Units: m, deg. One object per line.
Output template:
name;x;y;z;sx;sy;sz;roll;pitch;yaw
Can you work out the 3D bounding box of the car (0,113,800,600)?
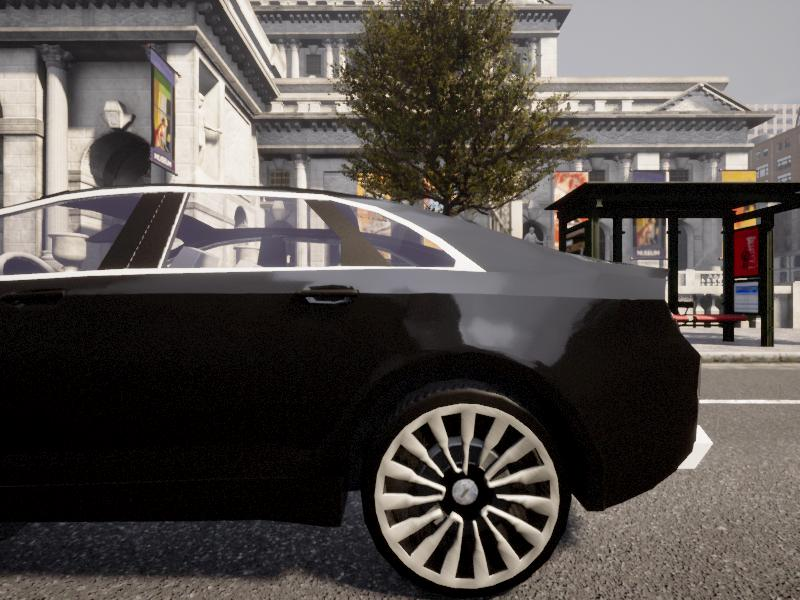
car;-1.169;0.236;2.211;4.902;1.511;2.128;0;0;1
